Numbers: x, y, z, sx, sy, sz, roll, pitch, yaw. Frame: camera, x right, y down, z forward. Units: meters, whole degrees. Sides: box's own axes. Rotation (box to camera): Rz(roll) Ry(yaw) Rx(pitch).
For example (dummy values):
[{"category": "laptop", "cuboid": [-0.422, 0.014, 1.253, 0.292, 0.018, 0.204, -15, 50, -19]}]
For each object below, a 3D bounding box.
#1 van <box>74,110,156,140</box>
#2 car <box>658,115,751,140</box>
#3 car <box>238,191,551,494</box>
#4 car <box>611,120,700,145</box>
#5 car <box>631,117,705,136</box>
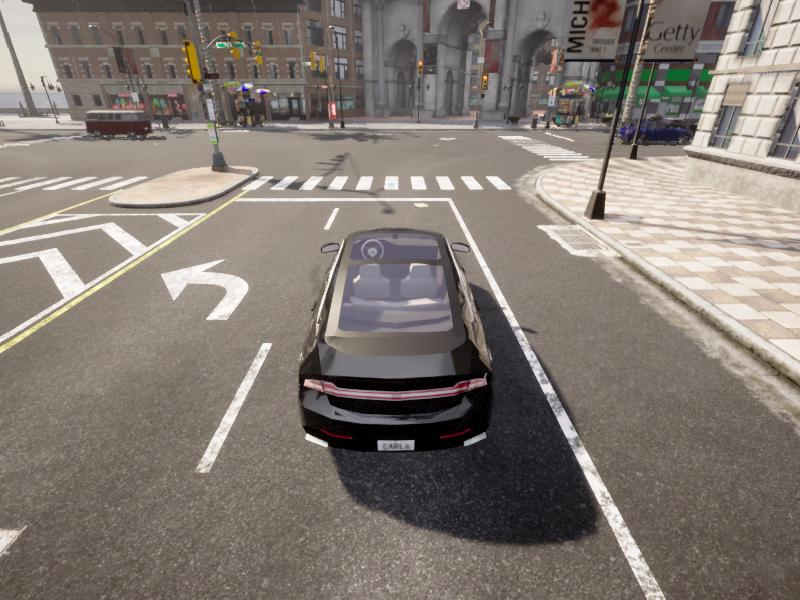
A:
[{"category": "van", "cuboid": [-21.504, -13.312, 30.383, 4.442, 1.987, 1.775, 0, 27, 0]}, {"category": "car", "cuboid": [23.099, -13.186, 30.511, 5.238, 1.638, 1.930, 0, 27, 0]}, {"category": "car", "cuboid": [-0.057, -0.144, 5.249, 2.128, 1.511, 4.902, 0, 27, -1]}, {"category": "car", "cuboid": [17.433, -11.507, 27.457, 4.674, 1.442, 1.812, 0, 27, 0]}, {"category": "car", "cuboid": [22.494, -14.632, 33.707, 4.718, 1.301, 1.895, 0, 27, 1]}]
